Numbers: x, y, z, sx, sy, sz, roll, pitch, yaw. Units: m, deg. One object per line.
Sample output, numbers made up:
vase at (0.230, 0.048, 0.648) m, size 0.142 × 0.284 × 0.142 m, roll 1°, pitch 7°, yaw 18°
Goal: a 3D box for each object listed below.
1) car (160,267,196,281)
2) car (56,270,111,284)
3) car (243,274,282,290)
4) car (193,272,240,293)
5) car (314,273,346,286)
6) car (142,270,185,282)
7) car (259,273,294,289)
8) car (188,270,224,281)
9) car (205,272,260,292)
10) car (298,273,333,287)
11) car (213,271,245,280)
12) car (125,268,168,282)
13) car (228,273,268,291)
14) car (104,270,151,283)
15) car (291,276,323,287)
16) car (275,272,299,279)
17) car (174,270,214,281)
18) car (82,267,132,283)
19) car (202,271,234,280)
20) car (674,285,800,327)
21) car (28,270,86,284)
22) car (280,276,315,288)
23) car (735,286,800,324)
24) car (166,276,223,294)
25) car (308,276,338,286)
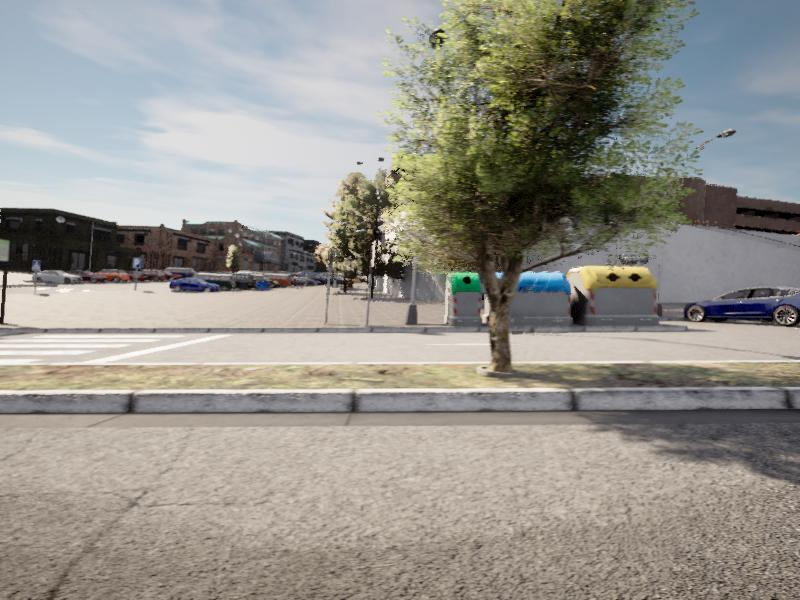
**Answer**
car at (-34.501, -4.016, 62.296) m, size 4.442 × 1.987 × 1.878 m, roll 2°, pitch 5°, yaw -6°
car at (-37.927, -2.822, 48.057) m, size 4.792 × 1.488 × 2.163 m, roll 2°, pitch 4°, yaw -6°
car at (-18.569, -2.453, 54.209) m, size 4.553 × 1.767 × 2.185 m, roll 3°, pitch 4°, yaw -4°
car at (-20.879, -1.991, 45.573) m, size 4.442 × 1.987 × 1.878 m, roll 3°, pitch 4°, yaw -4°
car at (-12.934, -3.886, 74.467) m, size 5.566 × 2.045 × 2.435 m, roll 3°, pitch 4°, yaw -6°
car at (-35.114, -3.602, 59.479) m, size 5.008 × 1.535 × 2.097 m, roll 2°, pitch 4°, yaw -6°
car at (-17.597, -2.730, 57.098) m, size 4.442 × 1.987 × 1.878 m, roll 3°, pitch 4°, yaw -4°
car at (-32.966, -4.160, 68.011) m, size 5.008 × 1.535 × 2.097 m, roll 2°, pitch 4°, yaw -6°
car at (-20.201, -2.208, 48.431) m, size 5.566 × 2.045 × 2.435 m, roll 3°, pitch 5°, yaw -4°
car at (-14.473, -3.507, 68.661) m, size 5.566 × 2.045 × 2.435 m, roll 3°, pitch 4°, yaw -5°
car at (-31.523, -4.532, 73.691) m, size 5.008 × 1.535 × 2.097 m, roll 2°, pitch 4°, yaw -6°
car at (-35.786, -3.538, 56.610) m, size 4.553 × 1.767 × 2.185 m, roll 2°, pitch 5°, yaw -6°
car at (-19.469, -2.373, 51.305) m, size 4.442 × 1.987 × 1.878 m, roll 3°, pitch 5°, yaw -4°
car at (-36.564, -3.198, 53.761) m, size 4.792 × 1.488 × 2.163 m, roll 2°, pitch 5°, yaw -6°
car at (-15.283, -3.040, 65.781) m, size 4.792 × 1.488 × 2.163 m, roll 3°, pitch 4°, yaw -5°
car at (-26.390, -5.787, 93.543) m, size 5.008 × 1.535 × 2.097 m, roll 2°, pitch 4°, yaw -5°
car at (-33.491, -3.972, 65.187) m, size 5.366 × 1.575 × 1.946 m, roll 2°, pitch 4°, yaw -6°
car at (-37.209, -3.164, 50.897) m, size 4.553 × 1.767 × 2.185 m, roll 2°, pitch 5°, yaw -6°
car at (-32.210, -4.315, 70.853) m, size 4.792 × 1.488 × 2.163 m, roll 2°, pitch 4°, yaw -6°
car at (14.227, 0.228, 16.123) m, size 2.163 × 1.488 × 4.792 m, roll 0°, pitch -1°, yaw -24°
car at (-38.666, -2.625, 45.195) m, size 4.674 × 1.452 × 2.002 m, roll 2°, pitch 4°, yaw -6°
car at (-16.099, -2.882, 62.876) m, size 4.892 × 1.521 × 2.231 m, roll 3°, pitch 5°, yaw -5°
car at (17.188, 0.198, 16.305) m, size 2.231 × 1.521 × 4.892 m, roll 0°, pitch -1°, yaw -24°
car at (-21.835, -1.589, 42.704) m, size 5.008 × 1.535 × 2.097 m, roll 3°, pitch 4°, yaw -4°
car at (-13.741, -3.447, 71.584) m, size 4.892 × 1.521 × 2.231 m, roll 3°, pitch 4°, yaw -5°
